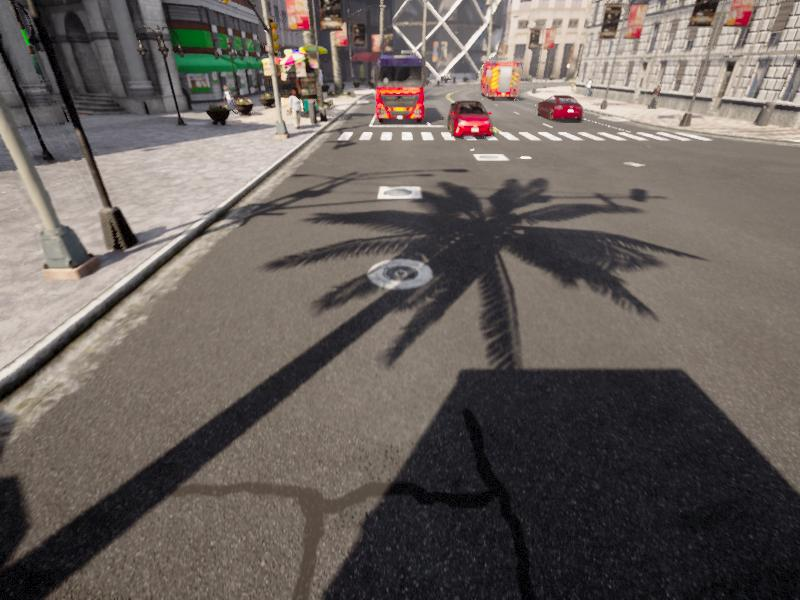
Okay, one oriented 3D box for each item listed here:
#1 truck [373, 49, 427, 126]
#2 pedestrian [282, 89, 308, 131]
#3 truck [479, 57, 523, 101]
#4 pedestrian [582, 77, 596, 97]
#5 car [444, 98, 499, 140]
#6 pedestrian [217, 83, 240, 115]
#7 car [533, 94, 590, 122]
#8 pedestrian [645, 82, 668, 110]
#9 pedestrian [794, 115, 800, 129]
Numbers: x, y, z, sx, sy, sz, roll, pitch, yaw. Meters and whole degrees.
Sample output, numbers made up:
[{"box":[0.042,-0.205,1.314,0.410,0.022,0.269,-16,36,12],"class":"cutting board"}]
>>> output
[{"box":[0.005,-14.079,26.311,2.891,3.827,8.468,0,30,0],"class":"truck"},{"box":[-5.329,-9.715,20.439,0.751,1.860,0.751,18,35,27],"class":"pedestrian"},{"box":[10.784,-24.206,43.644,2.891,3.827,8.468,2,30,3],"class":"truck"},{"box":[20.019,-22.596,42.492,0.751,1.860,0.751,0,30,0],"class":"pedestrian"},{"box":[3.509,-9.348,20.496,2.007,1.525,4.514,0,30,0],"class":"car"},{"box":[-11.545,-13.539,26.991,0.751,1.860,0.751,14,33,23],"class":"pedestrian"},{"box":[10.605,-12.851,26.650,1.994,1.385,4.181,-1,30,-1],"class":"car"},{"box":[19.259,-15.346,30.087,0.751,1.860,0.751,0,30,-1],"class":"pedestrian"},{"box":[21.394,-9.788,20.578,0.751,1.860,0.751,7,31,11],"class":"pedestrian"}]
